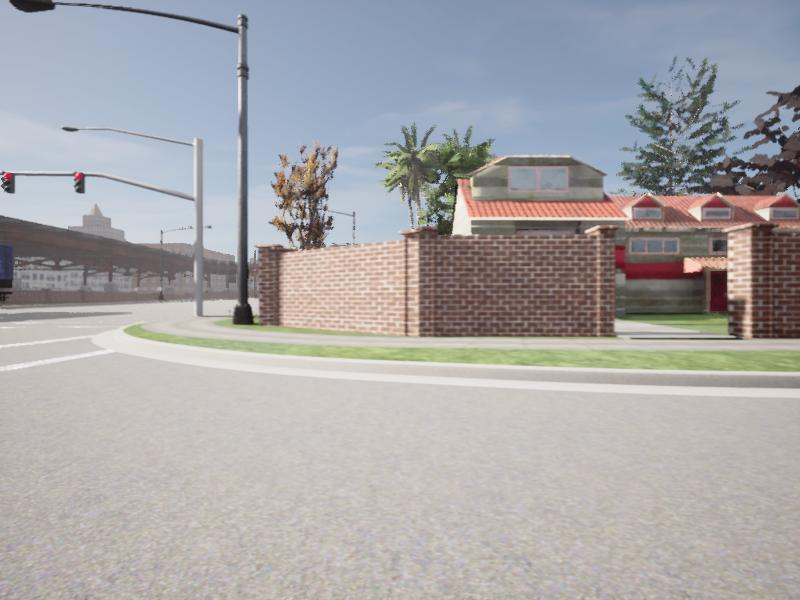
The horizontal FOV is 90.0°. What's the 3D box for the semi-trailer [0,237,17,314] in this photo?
[{"bbox_3d":[-24.310,-1.332,16.671,2.717,4.402,14.254,0,0,2],"label":"semi-trailer"}]
